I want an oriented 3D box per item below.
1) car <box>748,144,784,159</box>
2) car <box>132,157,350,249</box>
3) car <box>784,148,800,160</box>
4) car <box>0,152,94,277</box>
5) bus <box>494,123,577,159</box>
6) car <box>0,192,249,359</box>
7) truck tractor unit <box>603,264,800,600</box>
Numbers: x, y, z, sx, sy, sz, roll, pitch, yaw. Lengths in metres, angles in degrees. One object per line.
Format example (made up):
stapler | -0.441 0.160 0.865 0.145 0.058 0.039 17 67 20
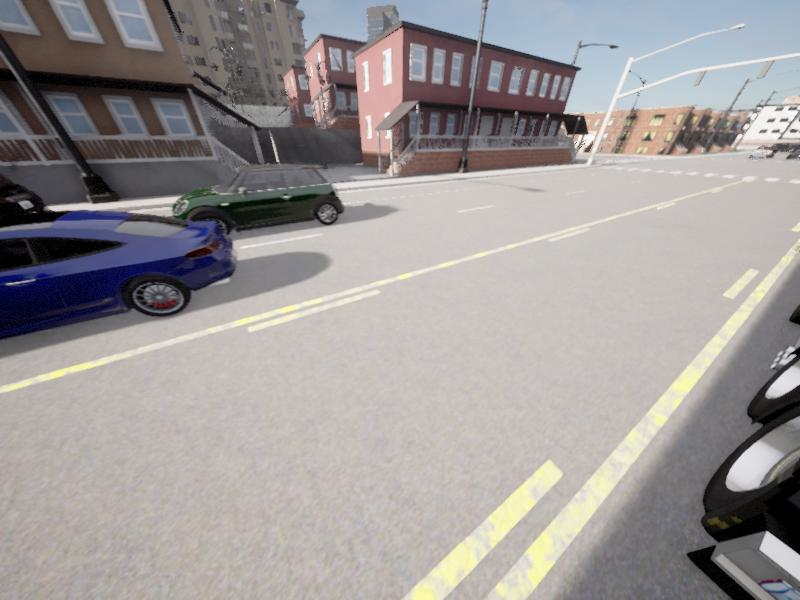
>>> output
car | 57.873 -23.536 36.529 4.605 1.855 1.932 -18 39 -24
car | -4.164 -3.187 7.028 4.553 1.767 2.097 -18 39 -24
car | 59.451 -21.539 34.103 4.181 1.385 1.994 -18 39 -24
car | -10.415 -1.230 3.960 5.566 2.045 2.150 -18 39 -24
bus | 20.845 -25.268 36.801 3.944 4.253 10.273 -18 39 -24
car | -5.137 -0.415 3.335 4.674 1.442 1.812 -18 39 -24
truck tractor unit | 5.114 -0.295 0.799 6.516 4.208 3.053 -18 39 -24
